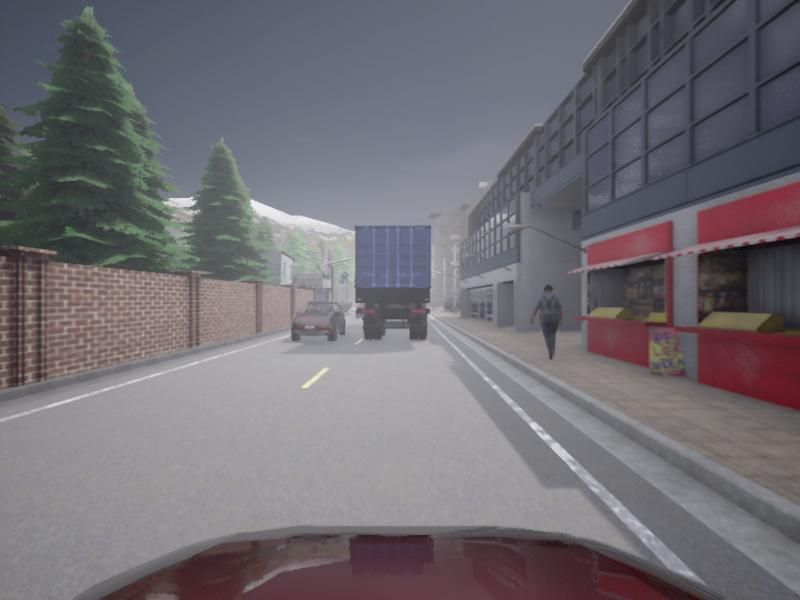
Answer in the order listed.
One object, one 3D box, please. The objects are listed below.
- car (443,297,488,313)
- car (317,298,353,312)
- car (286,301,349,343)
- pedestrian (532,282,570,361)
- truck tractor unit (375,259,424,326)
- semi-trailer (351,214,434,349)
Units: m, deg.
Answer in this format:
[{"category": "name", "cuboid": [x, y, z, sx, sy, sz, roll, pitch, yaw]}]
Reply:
[{"category": "car", "cuboid": [8.627, 0.659, 52.991, 5.566, 2.045, 2.150, 0, 0, -1]}, {"category": "car", "cuboid": [-9.000, 0.716, 55.706, 4.605, 1.855, 1.932, 0, 0, -2]}, {"category": "car", "cuboid": [-3.316, 0.843, 16.782, 1.789, 1.549, 3.705, 0, 0, 1]}, {"category": "pedestrian", "cuboid": [3.691, 0.499, 9.856, 0.751, 1.860, 0.751, 0, 0, 10]}, {"category": "truck tractor unit", "cuboid": [0.061, -0.473, 28.138, 3.053, 4.208, 6.516, 0, 0, 1]}, {"category": "semi-trailer", "cuboid": [-0.098, -0.586, 20.226, 2.717, 4.402, 14.254, 0, 0, 1]}]
